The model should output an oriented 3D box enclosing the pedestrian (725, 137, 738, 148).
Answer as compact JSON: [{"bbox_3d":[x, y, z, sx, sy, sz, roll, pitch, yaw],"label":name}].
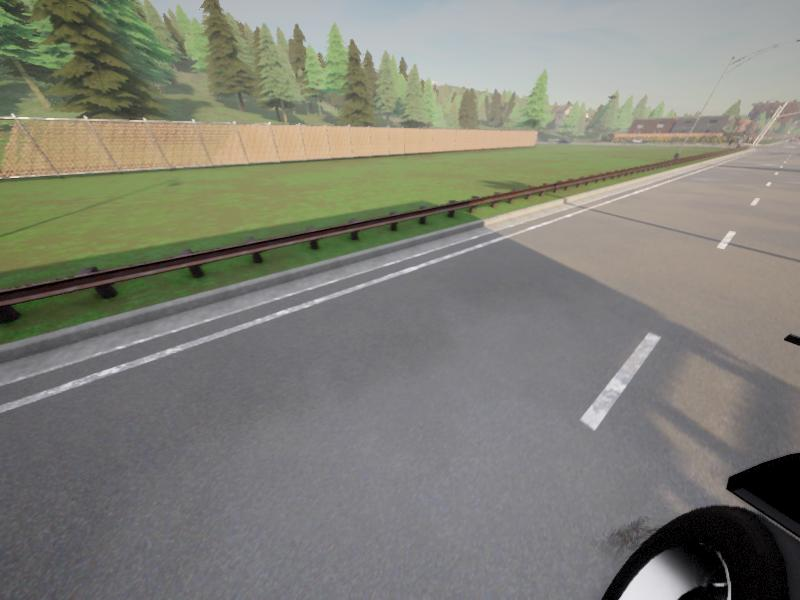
[{"bbox_3d":[69.829,-33.203,48.716,0.751,1.860,0.751,-27,43,-33],"label":"pedestrian"}]

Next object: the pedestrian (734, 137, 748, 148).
[{"bbox_3d":[70.787,-32.641,47.926,0.751,1.860,0.751,-20,40,-26],"label":"pedestrian"}]

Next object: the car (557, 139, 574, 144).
[{"bbox_3d":[55.804,-53.561,78.060,1.816,1.474,4.193,-22,40,-27],"label":"car"}]
